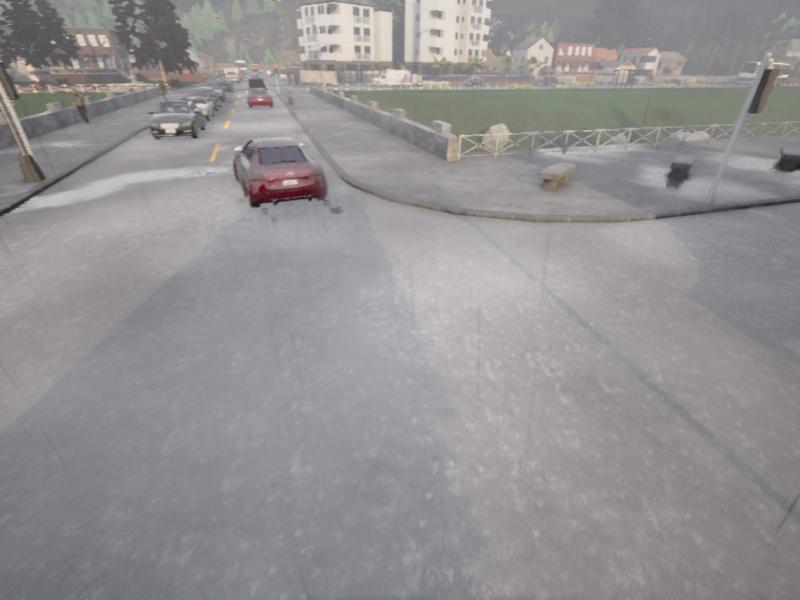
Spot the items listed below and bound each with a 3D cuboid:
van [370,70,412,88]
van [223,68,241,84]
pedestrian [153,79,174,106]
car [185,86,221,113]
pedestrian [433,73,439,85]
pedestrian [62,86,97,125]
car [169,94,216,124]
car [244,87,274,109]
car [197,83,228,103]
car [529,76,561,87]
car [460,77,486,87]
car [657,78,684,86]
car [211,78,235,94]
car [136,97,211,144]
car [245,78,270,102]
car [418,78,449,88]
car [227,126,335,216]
[{"bbox_3d":[-1.469,-35.515,64.285,6.366,2.431,2.351,-9,32,-15],"label":"van"},{"bbox_3d":[-31.312,-41.868,74.717,2.351,2.431,6.366,-9,32,-15],"label":"van"},{"bbox_3d":[-19.034,-16.735,32.244,0.751,1.860,0.751,2,30,2],"label":"pedestrian"},{"bbox_3d":[-15.097,-15.559,30.906,1.837,1.490,4.892,-9,32,-15],"label":"car"},{"bbox_3d":[6.391,-39.156,70.928,0.751,1.860,0.751,-10,32,-17],"label":"pedestrian"},{"bbox_3d":[-17.249,-10.492,21.599,0.751,1.860,0.751,-9,32,-15],"label":"pedestrian"},{"bbox_3d":[-13.056,-12.212,25.412,1.895,1.301,4.718,-9,32,-15],"label":"car"},{"bbox_3d":[-11.827,-16.991,33.526,1.994,1.385,4.181,-10,32,-17],"label":"car"},{"bbox_3d":[-17.805,-19.811,38.235,2.033,1.411,5.357,-9,32,-15],"label":"car"},{"bbox_3d":[26.116,-39.410,72.127,4.856,1.649,2.033,-9,32,-15],"label":"car"},{"bbox_3d":[12.429,-37.238,68.369,3.806,1.475,1.970,-9,32,-15],"label":"car"},{"bbox_3d":[54.033,-43.599,79.921,4.181,1.385,1.994,-9,32,-15],"label":"car"},{"bbox_3d":[-21.987,-26.676,49.811,1.837,1.490,4.892,-7,31,-12],"label":"car"},{"bbox_3d":[-10.797,-8.850,19.485,2.128,1.511,4.902,-8,31,-14],"label":"car"},{"bbox_3d":[-14.002,-20.666,39.258,1.905,1.878,3.866,-9,32,-15],"label":"car"},{"bbox_3d":[5.591,-36.111,66.525,4.718,1.301,1.895,-9,32,-15],"label":"car"},{"bbox_3d":[-3.401,-3.719,10.960,1.994,1.385,4.181,-13,33,-21],"label":"car"}]
